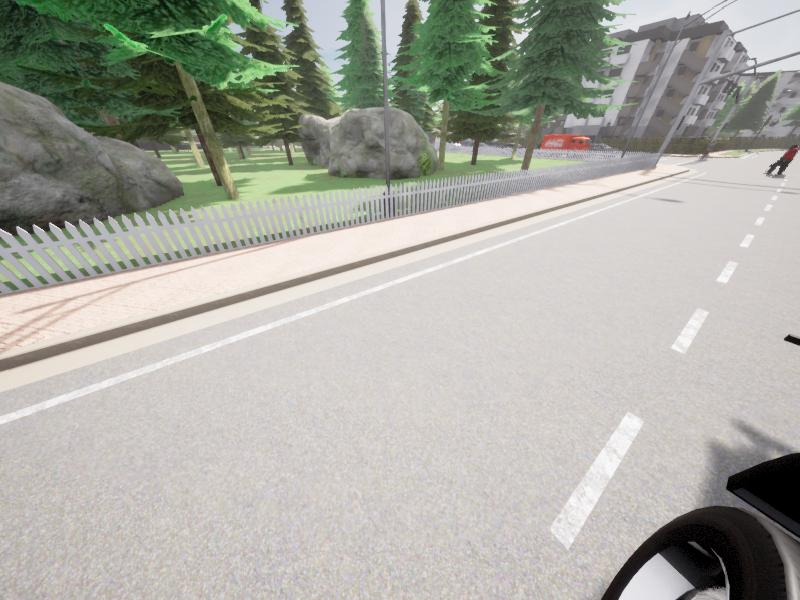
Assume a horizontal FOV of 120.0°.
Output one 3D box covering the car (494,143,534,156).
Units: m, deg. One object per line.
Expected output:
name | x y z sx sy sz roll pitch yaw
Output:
car | 16.910 -22.561 34.542 1.837 1.490 4.892 -21 40 -26

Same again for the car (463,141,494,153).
car | 14.434 -28.507 42.894 2.152 1.651 5.027 -21 40 -26

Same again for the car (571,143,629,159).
car | 25.188 -18.952 29.340 2.128 1.511 4.902 -21 40 -26

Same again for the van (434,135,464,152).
van | 9.171 -29.827 44.012 1.988 2.561 5.915 -21 40 -26

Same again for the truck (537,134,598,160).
truck | 20.912 -19.421 29.204 2.627 2.467 5.204 -21 40 -26

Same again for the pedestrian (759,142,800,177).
pedestrian | 24.864 -9.055 14.940 0.751 1.860 0.751 17 39 23

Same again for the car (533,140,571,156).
car | 21.879 -22.029 33.405 1.905 1.878 3.866 -21 40 -26

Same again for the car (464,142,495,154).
car | 13.340 -25.718 39.051 1.837 1.490 4.892 -21 40 -26

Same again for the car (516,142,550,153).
car | 23.227 -26.748 40.414 4.514 1.525 2.007 30 45 35

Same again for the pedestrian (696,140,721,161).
pedestrian | 33.644 -16.336 25.218 0.751 1.860 0.751 -20 40 -25

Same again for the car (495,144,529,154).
car | 18.359 -24.903 38.029 1.895 1.301 4.718 -21 40 -26

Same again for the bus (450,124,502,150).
bus | 16.097 -35.387 50.363 3.944 4.253 10.273 -21 40 -26
